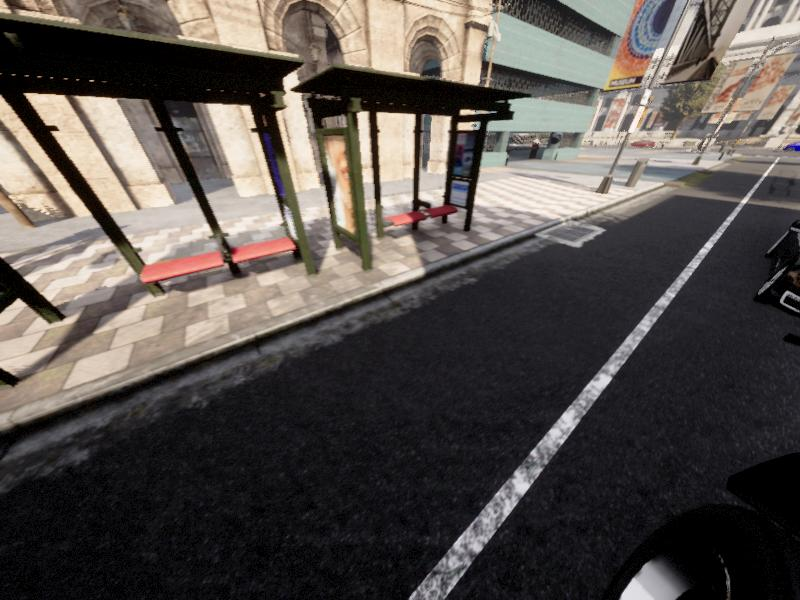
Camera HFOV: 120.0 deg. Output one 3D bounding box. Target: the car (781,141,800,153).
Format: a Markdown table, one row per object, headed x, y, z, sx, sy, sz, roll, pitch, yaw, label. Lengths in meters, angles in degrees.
| x | y | z | sx | sy | sz | roll | pitch | yaw | label |
| --- | --- | --- | --- | --- | --- | --- | --- | --- | --- |
| 60.881 | -22.744 | 34.365 | 1.816 | 1.474 | 4.193 | -22 | 41 | -28 | car |

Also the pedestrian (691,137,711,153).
| x | y | z | sx | sy | sz | roll | pitch | yaw | label |
| --- | --- | --- | --- | --- | --- | --- | --- | --- | --- |
| 42.404 | -21.810 | 32.550 | 0.751 | 1.860 | 0.751 | -13 | 37 | -18 | pedestrian |

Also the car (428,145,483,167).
| x | y | z | sx | sy | sz | roll | pitch | yaw | label |
| --- | --- | --- | --- | --- | --- | --- | --- | --- | --- |
| 5.132 | -13.423 | 21.426 | 4.786 | 1.482 | 2.161 | -23 | 41 | -28 | car |

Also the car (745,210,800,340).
| x | y | z | sx | sy | sz | roll | pitch | yaw | label |
| --- | --- | --- | --- | --- | --- | --- | --- | --- | --- |
| 7.630 | -0.696 | 3.534 | 4.892 | 1.490 | 1.837 | -23 | 41 | -28 | car |

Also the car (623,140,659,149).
| x | y | z | sx | sy | sz | roll | pitch | yaw | label |
| --- | --- | --- | --- | --- | --- | --- | --- | --- | --- |
| 51.807 | -33.588 | 49.798 | 2.163 | 1.488 | 4.792 | -22 | 41 | -28 | car |

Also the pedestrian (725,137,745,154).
| x | y | z | sx | sy | sz | roll | pitch | yaw | label |
| --- | --- | --- | --- | --- | --- | --- | --- | --- | --- |
| 45.346 | -20.928 | 31.279 | 0.751 | 1.860 | 0.751 | -23 | 41 | -29 | pedestrian |

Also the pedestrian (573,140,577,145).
| x | y | z | sx | sy | sz | roll | pitch | yaw | label |
| --- | --- | --- | --- | --- | --- | --- | --- | --- | --- |
| 50.391 | -45.428 | 66.598 | 0.500 | 1.100 | 0.500 | -17 | 38 | -22 | pedestrian |

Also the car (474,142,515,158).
| x | y | z | sx | sy | sz | roll | pitch | yaw | label |
| --- | --- | --- | --- | --- | --- | --- | --- | --- | --- |
| 12.157 | -19.304 | 29.634 | 4.902 | 1.511 | 2.128 | -23 | 41 | -28 | car |
